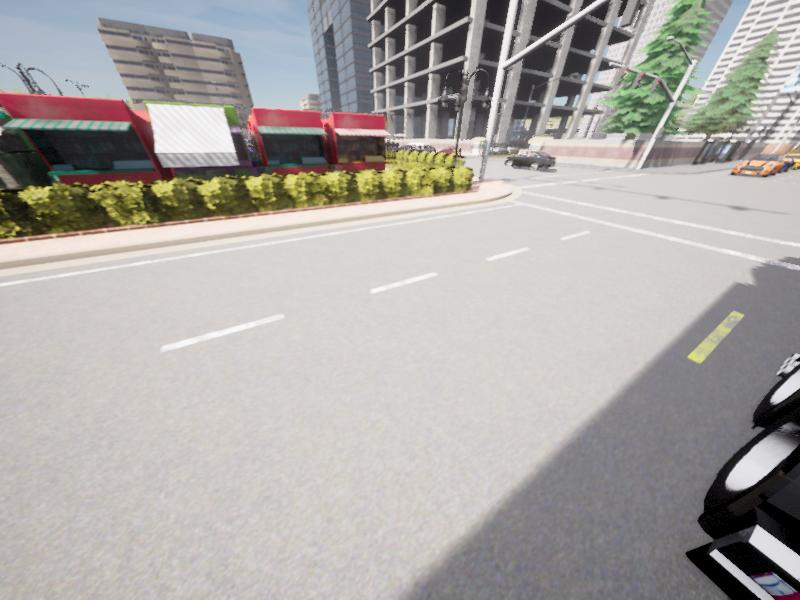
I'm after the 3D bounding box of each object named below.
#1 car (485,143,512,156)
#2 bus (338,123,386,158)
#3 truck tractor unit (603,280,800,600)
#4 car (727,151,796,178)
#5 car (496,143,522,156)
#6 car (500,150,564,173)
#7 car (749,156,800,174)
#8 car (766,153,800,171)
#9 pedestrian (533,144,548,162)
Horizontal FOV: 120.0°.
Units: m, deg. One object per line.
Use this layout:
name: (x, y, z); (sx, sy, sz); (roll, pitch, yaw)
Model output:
car: (17.997, -27.736, 42.477); (1.905, 1.878, 3.866); (-17, 38, -24)
bus: (-6.392, -26.227, 38.028); (3.944, 4.253, 10.273); (-17, 39, -24)
truck tractor unit: (5.128, -0.278, 0.804); (6.516, 4.208, 3.053); (-17, 36, -24)
car: (31.984, -12.049, 20.465); (4.553, 1.767, 2.097); (-17, 38, -24)
car: (20.565, -28.530, 43.669); (1.905, 1.878, 3.866); (-17, 38, -24)
car: (12.645, -13.634, 22.573); (2.128, 1.511, 4.902); (-17, 38, -23)
car: (38.101, -13.730, 23.440); (4.718, 1.301, 1.895); (-17, 38, -24)
car: (44.563, -15.819, 26.360); (5.008, 1.535, 1.882); (-17, 38, -24)
pedestrian: (17.531, -18.366, 28.877); (0.751, 1.860, 0.751); (-17, 38, -23)
